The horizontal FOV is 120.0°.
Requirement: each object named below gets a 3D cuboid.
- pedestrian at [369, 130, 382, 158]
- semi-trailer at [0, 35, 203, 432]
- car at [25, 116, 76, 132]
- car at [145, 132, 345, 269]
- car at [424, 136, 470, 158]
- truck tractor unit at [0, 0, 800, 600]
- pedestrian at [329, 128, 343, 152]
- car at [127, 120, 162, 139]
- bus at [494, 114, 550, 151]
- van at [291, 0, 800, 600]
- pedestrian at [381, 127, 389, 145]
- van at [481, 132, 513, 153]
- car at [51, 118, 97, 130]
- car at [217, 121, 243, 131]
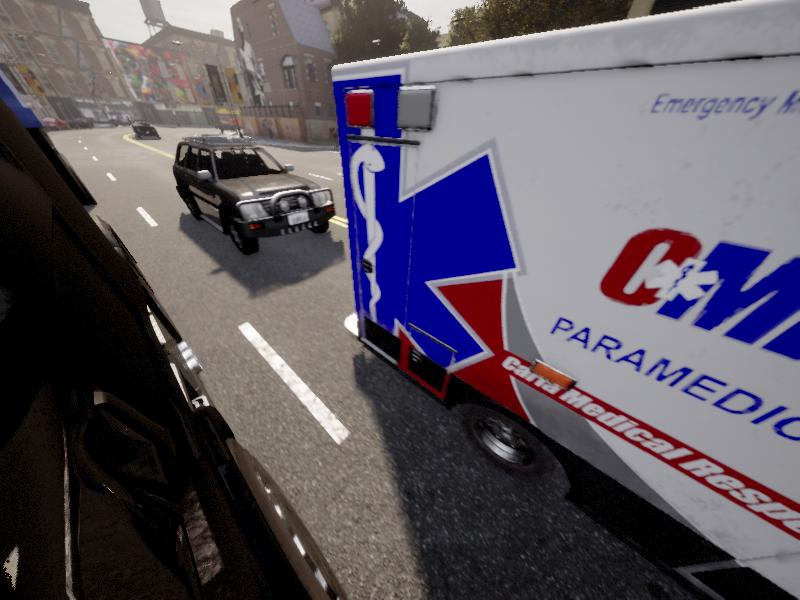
[{"bbox_3d":[-2.044,-13.088,19.382,0.751,1.860,0.751,31,45,33],"label":"pedestrian"},{"bbox_3d":[-8.761,-3.564,4.161,14.254,4.402,2.717,27,43,29],"label":"semi-trailer"},{"bbox_3d":[-46.133,-23.377,30.664,2.002,1.452,4.674,-17,41,-25],"label":"car"},{"bbox_3d":[-3.640,-2.669,5.412,4.605,1.855,1.932,29,44,30],"label":"car"},{"bbox_3d":[4.800,-15.420,23.152,1.930,1.638,5.238,28,44,29],"label":"car"},{"bbox_3d":[-2.645,-0.295,0.351,6.516,4.208,3.053,28,44,30],"label":"truck tractor unit"},{"bbox_3d":[-6.076,-15.282,22.050,0.751,1.860,0.751,27,43,29],"label":"pedestrian"},{"bbox_3d":[-29.934,-20.009,27.053,1.930,1.638,5.238,-29,47,-35],"label":"car"},{"bbox_3d":[19.577,-26.591,36.819,3.944,4.253,10.273,28,44,30],"label":"bus"},{"bbox_3d":[2.519,0.468,1.163,6.366,2.431,2.351,29,44,30],"label":"van"},{"bbox_3d":[-2.000,-21.985,30.995,0.751,1.860,0.751,24,42,26],"label":"pedestrian"},{"bbox_3d":[12.988,-21.157,30.992,2.069,2.038,4.480,28,44,30],"label":"van"},{"bbox_3d":[-48.754,-26.455,34.726,1.895,1.301,4.718,-10,39,-17],"label":"car"},{"bbox_3d":[-39.284,-40.214,53.488,2.242,1.667,4.611,5,37,3],"label":"car"}]
